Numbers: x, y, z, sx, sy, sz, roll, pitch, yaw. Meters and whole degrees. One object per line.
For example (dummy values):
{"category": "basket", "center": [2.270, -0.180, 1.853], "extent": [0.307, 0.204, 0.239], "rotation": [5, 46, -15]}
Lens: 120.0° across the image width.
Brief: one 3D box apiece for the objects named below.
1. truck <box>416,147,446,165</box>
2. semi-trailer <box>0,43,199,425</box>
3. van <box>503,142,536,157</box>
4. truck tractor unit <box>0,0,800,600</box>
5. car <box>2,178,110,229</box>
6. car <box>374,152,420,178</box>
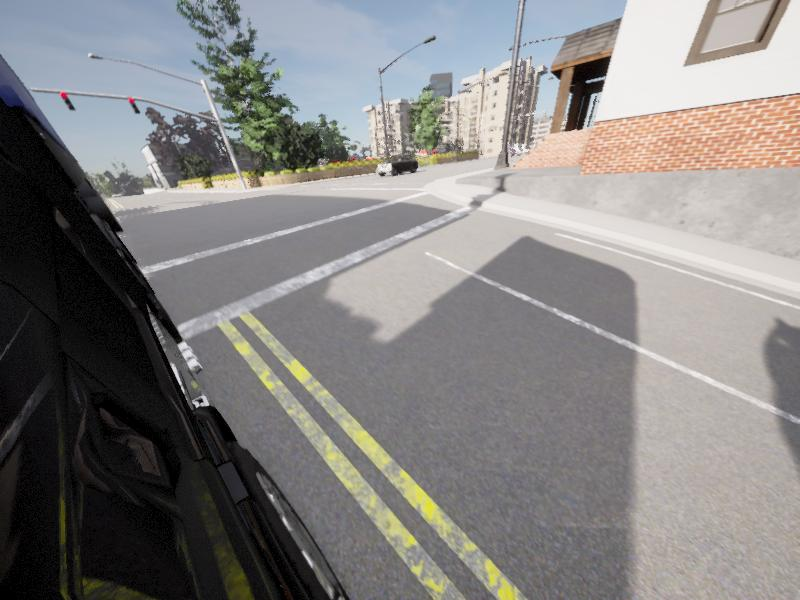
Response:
{"category": "truck", "center": [9.211, -42.938, 68.888], "extent": [8.468, 3.827, 2.891], "rotation": [21, 40, 37]}
{"category": "semi-trailer", "center": [-8.791, -3.080, 4.704], "extent": [14.254, 4.402, 2.717], "rotation": [22, 41, 34]}
{"category": "van", "center": [28.390, -35.826, 55.073], "extent": [6.366, 2.431, 2.351], "rotation": [2, 32, 13]}
{"category": "truck tractor unit", "center": [-2.645, -0.295, 0.351], "extent": [6.516, 4.208, 3.053], "rotation": [28, 44, 30]}
{"category": "car", "center": [-16.794, -4.939, 11.624], "extent": [4.553, 1.767, 2.097], "rotation": [20, 39, 36]}
{"category": "car", "center": [-0.160, -13.410, 22.907], "extent": [1.932, 1.855, 4.605], "rotation": [20, 39, 36]}
